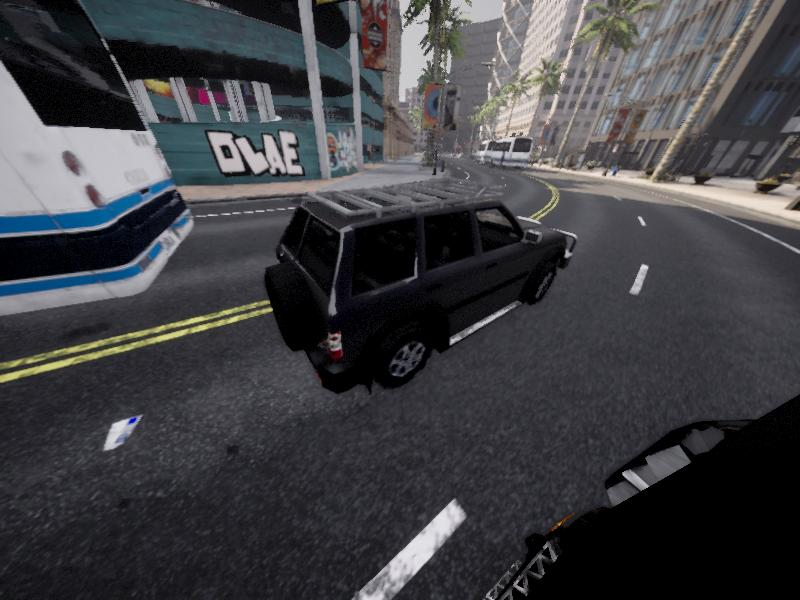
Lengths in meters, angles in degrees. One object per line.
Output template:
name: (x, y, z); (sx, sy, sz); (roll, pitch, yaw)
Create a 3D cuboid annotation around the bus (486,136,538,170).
bus: (18.651, -25.192, 39.690); (3.944, 4.253, 10.273); (3, 33, 2)

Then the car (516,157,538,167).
car: (26.131, -28.540, 47.737); (2.231, 1.521, 4.892); (5, 33, 4)

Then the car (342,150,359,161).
car: (-9.347, -27.571, 43.983); (2.007, 1.523, 4.514); (5, 33, 4)

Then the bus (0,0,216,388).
bus: (-8.283, -1.030, 1.191); (10.273, 4.253, 3.944); (-14, 37, -23)

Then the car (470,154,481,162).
car: (22.061, -41.588, 67.572); (2.152, 1.651, 5.027); (5, 33, 4)

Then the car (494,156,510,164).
car: (23.858, -32.840, 54.119); (2.038, 1.542, 4.974); (5, 33, 4)

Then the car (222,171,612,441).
car: (0.624, -0.665, 3.344); (4.605, 1.855, 1.932); (-21, 40, -30)

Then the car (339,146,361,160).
car: (-9.340, -27.867, 43.720); (2.435, 2.045, 5.566); (5, 33, 4)

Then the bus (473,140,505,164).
bus: (20.309, -34.304, 53.674); (3.944, 4.253, 10.273); (5, 32, 4)
